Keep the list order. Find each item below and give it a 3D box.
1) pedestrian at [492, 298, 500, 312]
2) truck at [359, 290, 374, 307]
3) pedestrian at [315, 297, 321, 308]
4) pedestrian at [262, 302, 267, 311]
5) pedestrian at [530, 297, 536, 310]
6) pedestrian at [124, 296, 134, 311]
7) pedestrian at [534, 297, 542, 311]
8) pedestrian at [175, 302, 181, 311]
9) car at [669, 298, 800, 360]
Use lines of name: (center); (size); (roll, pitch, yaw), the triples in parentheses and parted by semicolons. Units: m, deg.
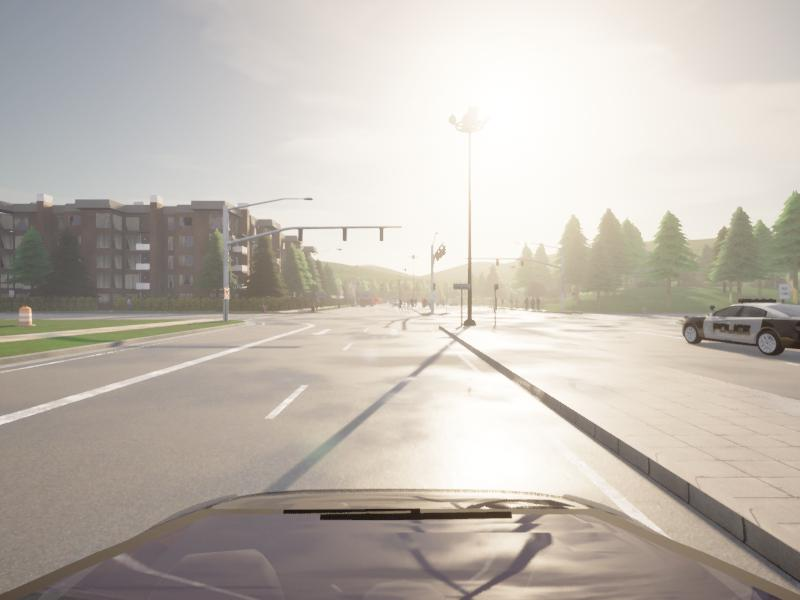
pedestrian: (12.556, 0.637, 52.390); (0.751, 1.860, 0.751); (0, 0, -11)
truck: (-7.851, -0.325, 95.314); (2.891, 3.827, 8.468); (0, 0, -1)
pedestrian: (-13.898, 0.485, 67.780); (0.751, 1.860, 0.751); (0, 0, 0)
pedestrian: (-17.079, 0.865, 50.459); (0.500, 1.100, 0.500); (0, 0, 4)
pedestrian: (18.081, 0.473, 54.418); (0.751, 1.860, 0.751); (0, 0, 15)
pedestrian: (-34.277, 0.485, 50.589); (0.751, 1.860, 0.751); (0, 0, 1)
pedestrian: (18.624, 0.473, 53.936); (0.751, 1.860, 0.751); (0, 0, -37)
pedestrian: (-28.134, 0.865, 50.695); (0.500, 1.100, 0.500); (0, 0, -1)
car: (11.476, 0.771, 13.033); (1.930, 1.638, 5.238); (0, 0, 0)
